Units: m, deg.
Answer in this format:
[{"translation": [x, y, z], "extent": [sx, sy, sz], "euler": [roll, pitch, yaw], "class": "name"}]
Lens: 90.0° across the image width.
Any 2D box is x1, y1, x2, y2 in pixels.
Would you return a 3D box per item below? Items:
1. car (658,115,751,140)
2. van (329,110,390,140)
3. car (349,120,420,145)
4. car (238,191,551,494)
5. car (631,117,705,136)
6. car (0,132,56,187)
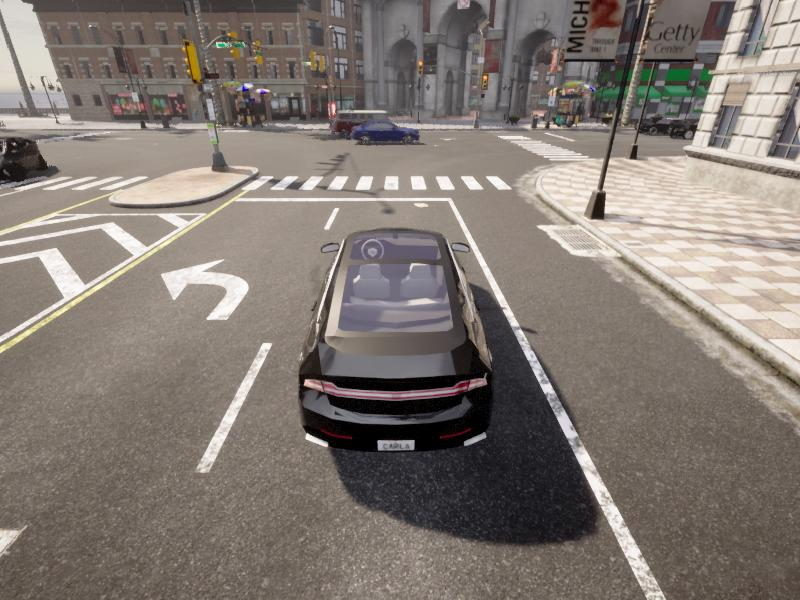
[{"translation": [23.101, -13.187, 30.509], "extent": [5.238, 1.638, 1.930], "euler": [0, 27, 0], "class": "car"}, {"translation": [-2.981, -13.329, 30.414], "extent": [4.442, 1.987, 1.775], "euler": [0, 27, 0], "class": "van"}, {"translation": [-1.002, -11.492, 27.427], "extent": [4.674, 1.442, 1.812], "euler": [0, 27, 0], "class": "car"}, {"translation": [-0.057, -0.144, 5.248], "extent": [2.128, 1.511, 4.902], "euler": [0, 27, -1], "class": "car"}, {"translation": [22.495, -14.633, 33.705], "extent": [4.718, 1.301, 1.895], "euler": [0, 27, 1], "class": "car"}, {"translation": [-16.065, -5.706, 16.068], "extent": [2.007, 1.525, 4.514], "euler": [-11, 29, -20], "class": "car"}]
